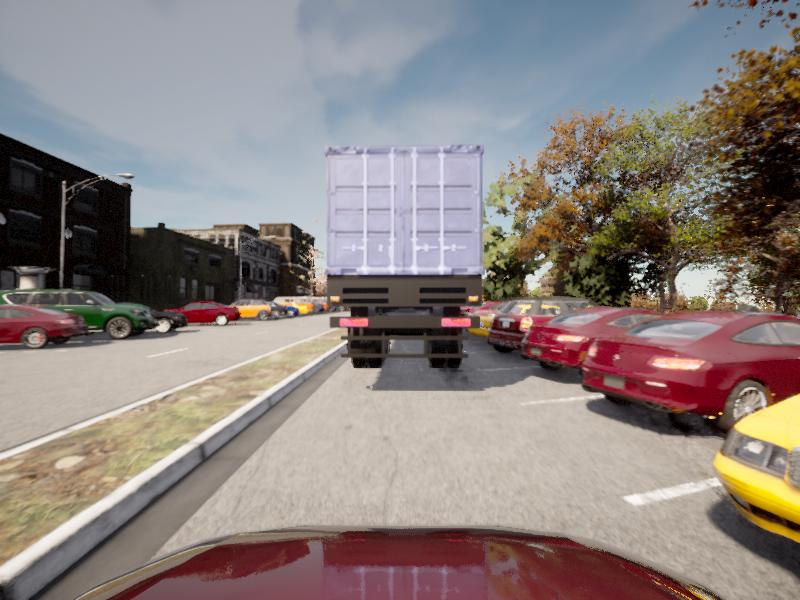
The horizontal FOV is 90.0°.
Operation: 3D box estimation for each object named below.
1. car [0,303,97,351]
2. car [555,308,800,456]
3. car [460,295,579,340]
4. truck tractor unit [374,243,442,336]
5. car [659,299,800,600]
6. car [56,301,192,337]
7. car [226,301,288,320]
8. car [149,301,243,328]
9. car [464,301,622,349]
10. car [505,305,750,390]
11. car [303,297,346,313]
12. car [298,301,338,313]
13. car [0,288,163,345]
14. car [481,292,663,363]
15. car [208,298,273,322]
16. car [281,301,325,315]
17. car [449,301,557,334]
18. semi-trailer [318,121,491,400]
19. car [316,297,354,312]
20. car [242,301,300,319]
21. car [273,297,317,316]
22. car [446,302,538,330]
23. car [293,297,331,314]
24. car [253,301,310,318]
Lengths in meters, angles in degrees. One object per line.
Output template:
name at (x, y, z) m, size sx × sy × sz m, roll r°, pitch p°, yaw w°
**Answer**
car at (-13.277, 0.884, 13.322) m, size 4.674 × 1.452 × 2.002 m, roll -1°, pitch 0°, yaw -18°
car at (4.834, 0.874, 5.721) m, size 4.674 × 1.452 × 2.002 m, roll 1°, pitch 0°, yaw -19°
car at (5.180, 0.720, 17.567) m, size 4.553 × 1.767 × 2.185 m, roll 1°, pitch 0°, yaw -18°
truck tractor unit at (0.504, -0.494, 21.363) m, size 3.053 × 4.208 × 6.516 m, roll 0°, pitch 0°, yaw 3°
car at (4.631, 0.826, 2.693) m, size 5.366 × 1.575 × 1.946 m, roll 1°, pitch 0°, yaw -19°
car at (-13.065, 0.854, 19.367) m, size 5.008 × 1.535 × 2.097 m, roll -1°, pitch 0°, yaw -18°
car at (-12.178, 0.879, 34.445) m, size 4.892 × 1.521 × 2.231 m, roll -1°, pitch 0°, yaw -16°
car at (-12.759, 0.863, 25.397) m, size 5.008 × 1.535 × 2.097 m, roll -1°, pitch 0°, yaw -17°
car at (5.219, 0.842, 14.662) m, size 5.366 × 1.575 × 1.946 m, roll 1°, pitch 0°, yaw -18°
car at (4.884, 0.877, 8.682) m, size 4.674 × 1.452 × 2.002 m, roll 1°, pitch 0°, yaw -19°
car at (-10.512, 0.655, 55.449) m, size 5.566 × 2.045 × 2.435 m, roll -1°, pitch 0°, yaw -15°
car at (-10.741, 0.903, 52.466) m, size 5.008 × 1.535 × 2.097 m, roll -1°, pitch 0°, yaw -15°
car at (-13.158, 0.597, 16.360) m, size 5.566 × 2.045 × 2.435 m, roll -1°, pitch 0°, yaw -18°
car at (4.928, 0.714, 11.634) m, size 4.553 × 1.767 × 2.185 m, roll 1°, pitch 0°, yaw -18°
car at (-12.374, 0.747, 31.432) m, size 4.553 × 1.767 × 2.185 m, roll -1°, pitch 0°, yaw -17°
car at (-11.273, 0.925, 46.457) m, size 4.792 × 1.488 × 2.163 m, roll -1°, pitch 0°, yaw -15°
car at (5.263, 0.848, 20.521) m, size 5.008 × 1.535 × 2.097 m, roll 1°, pitch 0°, yaw -17°
semi-trailer at (0.257, -0.600, 13.456) m, size 2.717 × 4.402 × 14.254 m, roll 0°, pitch 0°, yaw 2°
car at (-10.001, 0.662, 61.436) m, size 5.566 × 2.045 × 2.435 m, roll -1°, pitch 0°, yaw -15°
car at (-11.979, 0.883, 37.458) m, size 5.008 × 1.535 × 2.097 m, roll -1°, pitch 0°, yaw -16°
car at (-11.386, 0.664, 43.500) m, size 4.442 × 1.987 × 1.878 m, roll -1°, pitch 0°, yaw -15°
car at (5.380, 0.880, 23.464) m, size 4.792 × 1.488 × 2.163 m, roll 1°, pitch 0°, yaw -17°
car at (-10.885, 0.671, 49.504) m, size 4.442 × 1.987 × 1.878 m, roll -1°, pitch 0°, yaw -15°
car at (-11.914, 0.887, 40.406) m, size 5.366 × 1.575 × 1.946 m, roll -1°, pitch 0°, yaw -16°
